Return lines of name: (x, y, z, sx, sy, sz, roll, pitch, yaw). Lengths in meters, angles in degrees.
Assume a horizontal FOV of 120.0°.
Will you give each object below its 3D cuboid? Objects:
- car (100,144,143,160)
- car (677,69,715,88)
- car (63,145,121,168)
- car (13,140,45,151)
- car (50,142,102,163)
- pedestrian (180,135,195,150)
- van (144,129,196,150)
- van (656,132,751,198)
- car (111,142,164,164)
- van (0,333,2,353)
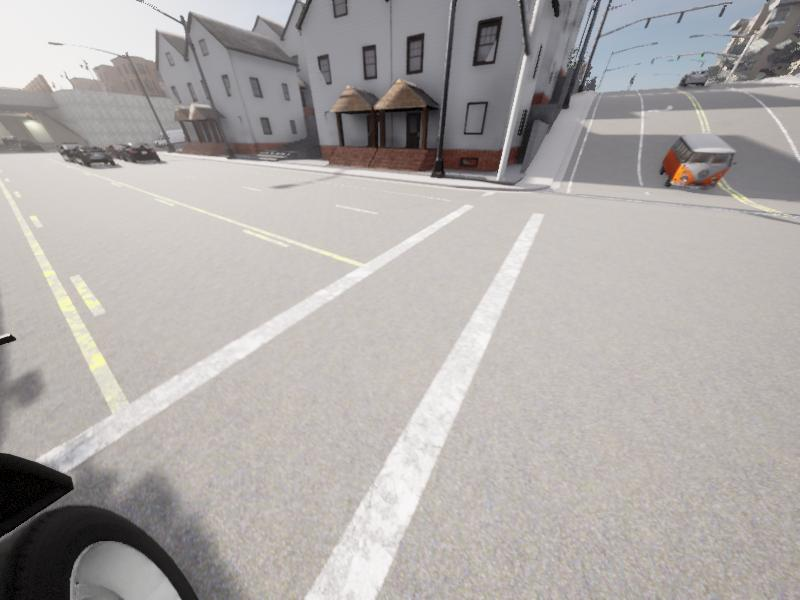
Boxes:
car: (-32.429, -17.293, 26.886, 4.674, 1.442, 1.812, 20, 40, 26)
car: (36.301, -27.321, 28.458, 1.970, 1.475, 3.806, 22, 48, 27)
car: (-27.514, -12.900, 20.629, 4.514, 1.525, 2.007, 21, 40, 27)
car: (-63.377, -26.438, 39.478, 4.974, 1.542, 2.038, 20, 40, 26)
car: (-33.401, -15.247, 23.806, 5.238, 1.638, 1.930, 20, 40, 26)
pedestrian: (-33.271, -24.671, 36.192, 0.751, 1.860, 0.751, 9, 36, 13)
van: (-41.801, -29.448, 42.273, 1.988, 2.561, 5.915, 21, 46, 27)
van: (15.998, -7.452, 12.541, 1.775, 1.987, 4.442, 20, 50, 26)
car: (-26.883, -15.139, 23.684, 4.611, 1.667, 2.242, 21, 40, 27)
van: (-8.076, -0.872, 2.867, 5.915, 2.561, 1.988, 21, 40, 27)
